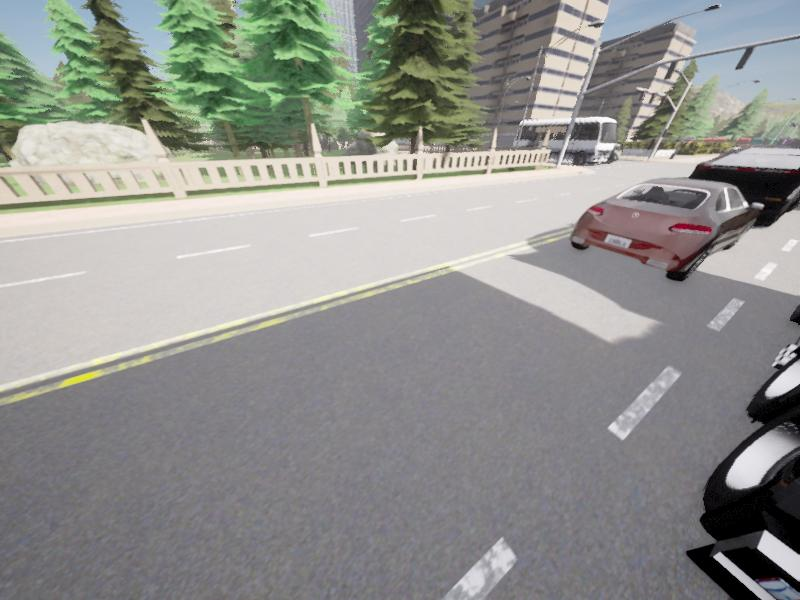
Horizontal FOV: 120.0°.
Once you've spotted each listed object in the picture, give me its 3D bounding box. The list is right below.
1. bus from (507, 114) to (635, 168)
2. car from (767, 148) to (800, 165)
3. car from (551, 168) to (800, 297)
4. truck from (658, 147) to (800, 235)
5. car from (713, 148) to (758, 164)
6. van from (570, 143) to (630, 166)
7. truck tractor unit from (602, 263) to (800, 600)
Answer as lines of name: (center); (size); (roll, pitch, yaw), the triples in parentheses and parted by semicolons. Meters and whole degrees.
bus: (18.313, -17.941, 26.216); (3.944, 4.253, 10.273); (-18, 39, -24)
car: (49.139, -18.129, 29.125); (4.974, 1.542, 2.038); (-18, 39, -24)
car: (6.422, -1.970, 5.466); (5.027, 1.651, 2.152); (-18, 39, -24)
truck: (12.914, -4.276, 8.418); (6.274, 2.098, 2.390); (-18, 39, -24)
car: (42.880, -18.441, 29.525); (4.514, 1.525, 2.007); (-17, 38, -23)
van: (22.713, -16.725, 26.489); (1.775, 1.987, 4.442); (-20, 40, -26)
truck tractor unit: (5.107, -0.305, 0.782); (6.516, 4.208, 3.053); (-18, 39, -24)
